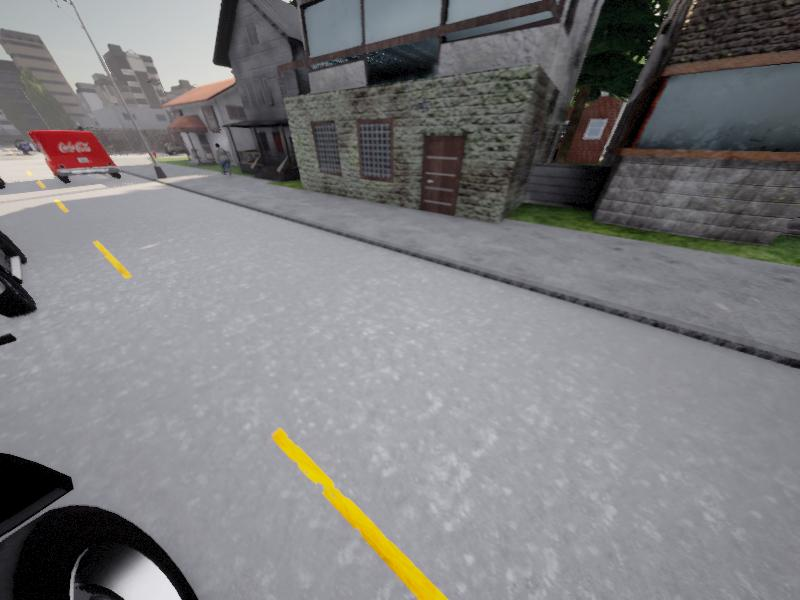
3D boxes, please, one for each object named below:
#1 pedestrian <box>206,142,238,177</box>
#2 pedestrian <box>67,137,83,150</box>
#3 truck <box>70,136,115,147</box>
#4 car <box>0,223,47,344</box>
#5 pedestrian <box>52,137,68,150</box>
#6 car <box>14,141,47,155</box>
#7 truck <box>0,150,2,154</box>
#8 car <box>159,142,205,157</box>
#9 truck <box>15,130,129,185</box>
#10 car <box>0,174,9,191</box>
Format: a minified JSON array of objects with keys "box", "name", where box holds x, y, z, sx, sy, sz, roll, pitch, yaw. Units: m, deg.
[{"box":[-11.149,-8.811,14.498,0.751,1.860,0.751,22,40,27],"name":"pedestrian"},{"box":[-57.216,-27.483,40.654,0.751,1.860,0.751,22,41,28],"name":"pedestrian"},{"box":[-77.897,-40.282,58.681,2.390,2.098,6.274,22,41,28],"name":"truck"},{"box":[-7.468,-0.685,3.197,4.605,1.855,1.932,22,41,28],"name":"car"},{"box":[-60.035,-27.581,40.773,0.751,1.860,0.751,19,39,24],"name":"pedestrian"},{"box":[-54.885,-22.634,34.299,4.514,1.525,2.007,22,41,28],"name":"car"},{"box":[-62.886,-23.306,34.699,6.274,2.098,2.390,22,41,28],"name":"truck"},{"box":[-30.424,-21.206,32.389,1.851,1.617,3.988,22,41,28],"name":"car"},{"box":[-19.990,-8.829,14.145,5.204,2.467,2.627,21,40,27],"name":"truck"},{"box":[-21.630,-6.441,11.254,3.866,1.878,1.905,22,41,28],"name":"car"}]
